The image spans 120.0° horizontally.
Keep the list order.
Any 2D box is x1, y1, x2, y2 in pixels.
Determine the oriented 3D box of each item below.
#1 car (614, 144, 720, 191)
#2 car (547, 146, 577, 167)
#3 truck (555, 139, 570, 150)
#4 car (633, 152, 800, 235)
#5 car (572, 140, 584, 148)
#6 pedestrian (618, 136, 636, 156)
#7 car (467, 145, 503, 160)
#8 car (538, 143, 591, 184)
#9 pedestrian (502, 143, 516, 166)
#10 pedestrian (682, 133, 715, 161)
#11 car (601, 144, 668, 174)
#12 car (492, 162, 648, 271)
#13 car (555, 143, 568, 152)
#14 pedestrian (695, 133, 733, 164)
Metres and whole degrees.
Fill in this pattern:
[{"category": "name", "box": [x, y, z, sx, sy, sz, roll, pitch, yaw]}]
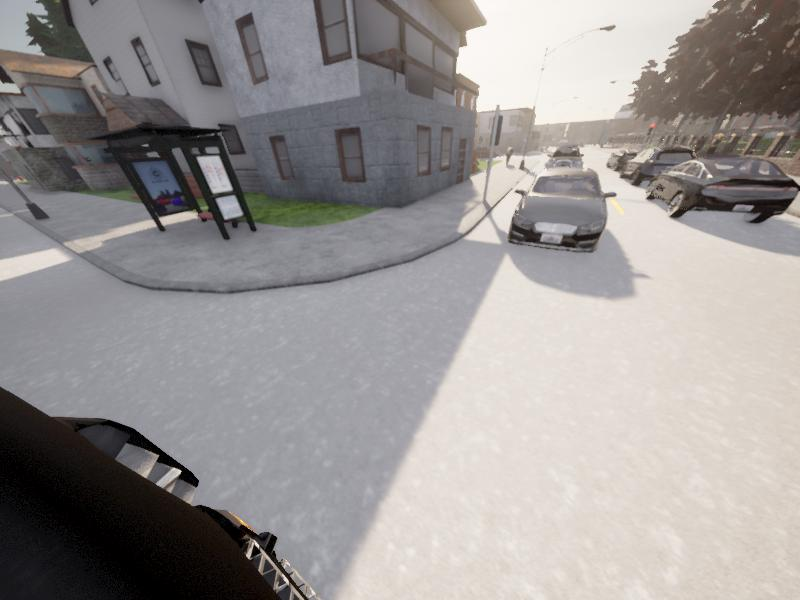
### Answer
[{"category": "car", "box": [13.249, -7.006, 11.993, 2.033, 1.649, 4.856, 15, 37, 25]}, {"category": "car", "box": [15.868, -14.158, 22.687, 1.837, 1.490, 4.892, 16, 37, 26]}, {"category": "truck", "box": [40.946, -39.200, 58.271, 2.390, 2.098, 6.274, 16, 38, 26]}, {"category": "car", "box": [9.721, -3.660, 7.337, 2.128, 1.511, 4.902, 16, 38, 26]}, {"category": "car", "box": [52.355, -45.995, 67.890, 2.097, 1.767, 4.553, 16, 38, 26]}, {"category": "pedestrian", "box": [26.053, -17.611, 26.512, 0.751, 1.860, 0.751, -26, 40, -31]}, {"category": "car", "box": [13.300, -23.208, 36.409, 4.856, 1.649, 2.033, 16, 38, 27]}, {"category": "car", "box": [10.137, -8.535, 14.321, 1.932, 1.855, 4.605, 16, 38, 27]}, {"category": "pedestrian", "box": [10.820, -14.403, 22.875, 0.751, 1.860, 0.751, 17, 39, 28]}, {"category": "pedestrian", "box": [24.195, -12.368, 18.759, 0.751, 1.860, 0.751, 16, 38, 26]}, {"category": "car", "box": [16.731, -10.352, 16.863, 2.128, 1.511, 4.902, 14, 37, 24]}, {"category": "car", "box": [4.307, -2.683, 6.294, 2.128, 1.511, 4.902, 16, 38, 26]}, {"category": "car", "box": [34.676, -32.669, 49.524, 1.812, 1.442, 4.674, 16, 38, 26]}, {"category": "pedestrian", "box": [22.858, -11.058, 16.890, 0.751, 1.860, 0.751, 15, 38, 26]}]
